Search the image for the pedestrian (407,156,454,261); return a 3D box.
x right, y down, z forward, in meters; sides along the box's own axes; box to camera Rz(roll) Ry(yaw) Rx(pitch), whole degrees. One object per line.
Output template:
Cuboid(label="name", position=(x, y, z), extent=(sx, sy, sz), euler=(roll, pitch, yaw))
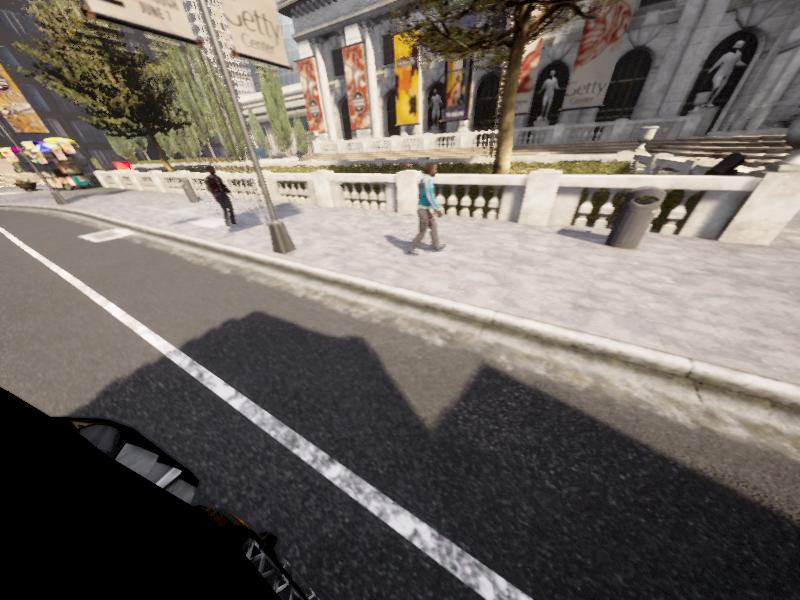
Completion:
Cuboid(label="pedestrian", position=(0.563, -1.827, 4.715), extent=(0.751, 1.860, 0.751), euler=(-3, 33, -1))

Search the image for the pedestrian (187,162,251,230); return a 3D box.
Cuboid(label="pedestrian", position=(-5.789, -3.357, 7.504), extent=(0.751, 1.860, 0.751), euler=(14, 37, 24))
